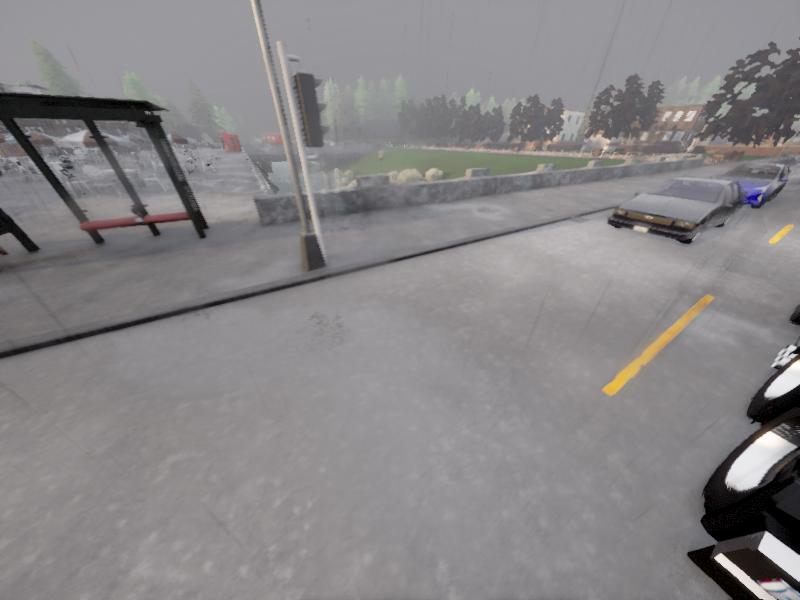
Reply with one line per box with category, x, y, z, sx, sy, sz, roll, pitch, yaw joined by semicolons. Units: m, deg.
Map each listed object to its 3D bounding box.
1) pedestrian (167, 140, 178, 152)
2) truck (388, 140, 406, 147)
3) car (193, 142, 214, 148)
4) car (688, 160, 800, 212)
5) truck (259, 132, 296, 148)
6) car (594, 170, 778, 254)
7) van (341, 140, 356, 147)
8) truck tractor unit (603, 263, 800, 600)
pedestrian;-43.669;-29.607;44.381;0.751;1.860;0.751;-18;39;-25
truck;-1.132;-59.637;87.920;6.274;2.098;2.390;-18;39;-24
car;-53.579;-42.314;63.076;4.193;1.474;1.816;-18;39;-24
car;15.631;-5.251;10.364;4.514;1.525;2.007;-18;39;-24
truck;-35.582;-46.493;67.193;8.468;3.827;2.891;-18;39;-24
car;8.860;-2.988;7.164;5.357;1.411;2.033;-18;39;-24
van;-17.787;-54.169;80.007;4.442;1.987;1.775;-18;39;-24
truck tractor unit;5.107;-0.305;0.789;6.516;4.208;3.053;-18;39;-24
